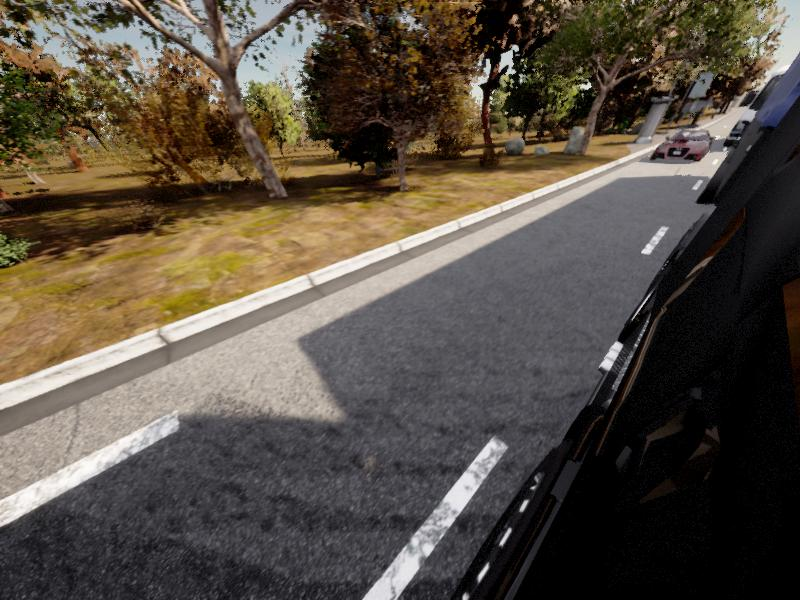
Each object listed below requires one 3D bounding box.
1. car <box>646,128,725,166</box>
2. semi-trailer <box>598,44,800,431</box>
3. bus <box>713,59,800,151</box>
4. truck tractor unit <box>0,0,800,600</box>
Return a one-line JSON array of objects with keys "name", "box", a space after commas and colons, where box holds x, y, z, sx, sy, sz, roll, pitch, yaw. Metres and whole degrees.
[{"name": "car", "box": [16.028, -8.676, 12.974, 4.181, 1.385, 1.994, -29, 44, -29]}, {"name": "semi-trailer", "box": [8.695, -3.603, 4.236, 14.254, 4.402, 2.717, -28, 44, -30]}, {"name": "bus", "box": [26.976, -13.389, 15.992, 10.273, 4.253, 3.944, -27, 43, -29]}, {"name": "truck tractor unit", "box": [2.645, -0.295, 0.351, 6.516, 4.208, 3.053, -28, 44, -30]}]
